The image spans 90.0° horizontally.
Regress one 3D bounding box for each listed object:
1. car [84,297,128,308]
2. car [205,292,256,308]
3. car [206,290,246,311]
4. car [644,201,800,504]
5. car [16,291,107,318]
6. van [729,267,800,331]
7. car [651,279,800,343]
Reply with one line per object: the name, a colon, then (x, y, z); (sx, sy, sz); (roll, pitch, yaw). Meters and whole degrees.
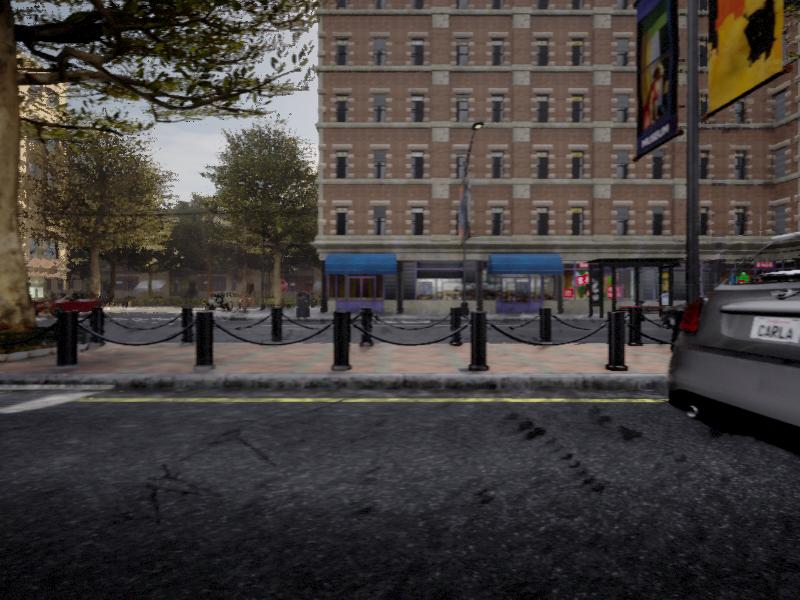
car: (-37.950, 0.286, 51.680); (4.181, 1.385, 1.994); (0, 0, 0)
car: (-21.827, -0.045, 51.682); (5.566, 2.045, 2.150); (0, 0, -1)
car: (-16.830, 0.043, 38.845); (1.932, 1.855, 4.605); (0, 0, -1)
car: (3.847, 0.255, 2.201); (3.806, 1.475, 1.970); (0, 0, 0)
car: (-20.295, 0.243, 24.260); (1.816, 1.474, 4.193); (0, 0, 4)
van: (14.353, -0.021, 13.698); (4.480, 2.038, 2.069); (0, 0, 0)
car: (9.078, 0.259, 10.198); (4.193, 1.474, 1.816); (0, 0, 0)
